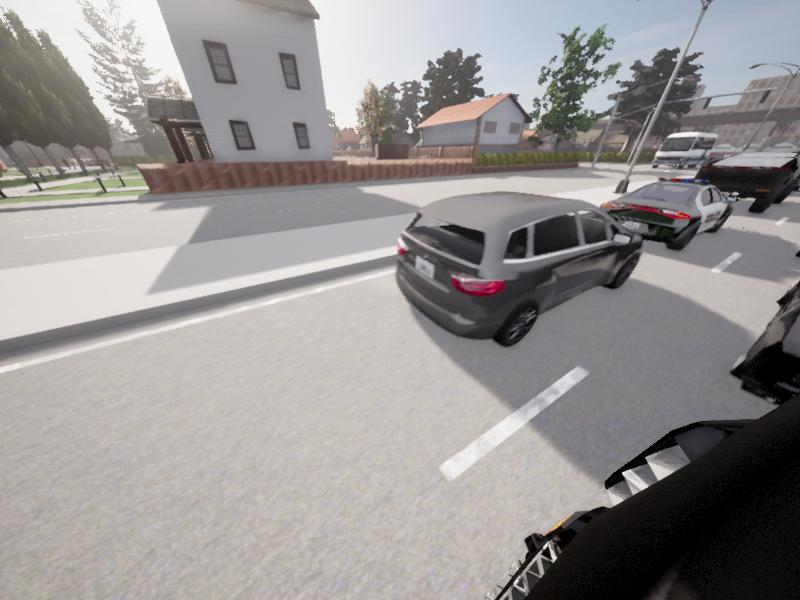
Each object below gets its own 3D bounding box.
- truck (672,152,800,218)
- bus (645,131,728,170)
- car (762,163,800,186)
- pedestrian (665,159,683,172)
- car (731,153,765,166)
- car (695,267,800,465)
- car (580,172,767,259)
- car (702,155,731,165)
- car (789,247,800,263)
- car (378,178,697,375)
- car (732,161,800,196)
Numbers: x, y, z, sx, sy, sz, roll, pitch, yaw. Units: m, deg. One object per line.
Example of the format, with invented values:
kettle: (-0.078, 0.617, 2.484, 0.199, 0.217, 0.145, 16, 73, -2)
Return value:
truck: (15.704, -5.414, 10.413, 6.274, 2.098, 2.390, -18, 36, -25)
bus: (41.156, -21.419, 33.214, 10.273, 4.253, 3.944, -18, 36, -25)
car: (30.219, -9.654, 17.642, 4.718, 1.301, 1.895, -18, 36, -25)
pedestrian: (33.047, -16.223, 27.857, 0.751, 1.300, 0.751, -15, 35, -22)
car: (59.310, -24.008, 39.356, 4.553, 1.767, 2.097, -18, 36, -25)
car: (5.493, 0.321, 2.284, 4.718, 1.301, 1.895, -18, 36, -25)
car: (8.127, -2.783, 6.902, 4.974, 1.542, 2.038, -17, 36, -25)
car: (57.462, -25.431, 41.976, 4.181, 1.385, 1.994, -18, 36, -25)
car: (11.466, -1.775, 5.039, 4.553, 1.767, 2.097, -18, 36, -25)
car: (2.232, -0.982, 4.015, 4.611, 1.667, 2.242, -18, 36, -25)
car: (23.323, -7.578, 14.244, 4.974, 1.542, 2.038, -17, 36, -25)
